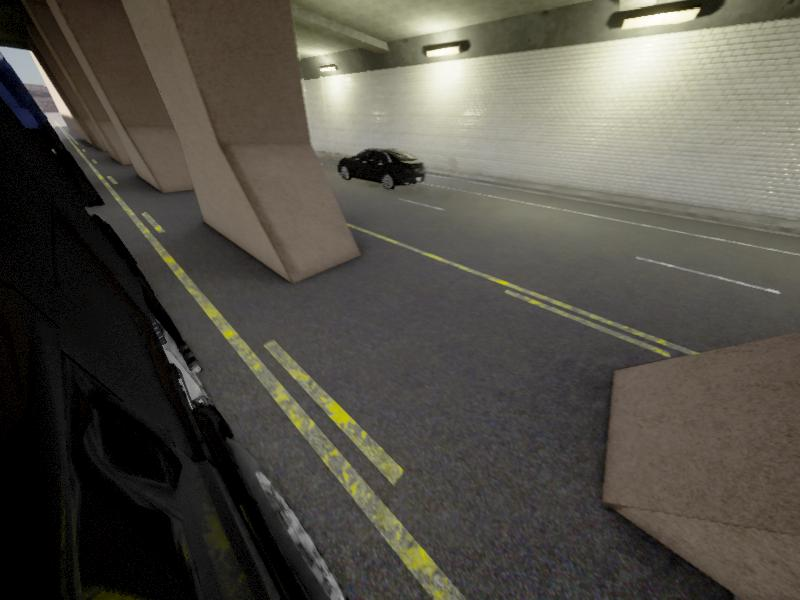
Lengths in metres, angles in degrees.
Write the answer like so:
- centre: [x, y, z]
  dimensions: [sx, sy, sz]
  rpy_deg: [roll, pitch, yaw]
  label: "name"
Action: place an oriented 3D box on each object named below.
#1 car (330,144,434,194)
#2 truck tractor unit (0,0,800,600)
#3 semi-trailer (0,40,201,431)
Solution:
- centre: [-1.002, -6.442, 11.099]
  dimensions: [4.892, 1.490, 1.837]
  rpy_deg: [28, 43, 30]
  label: "car"
- centre: [-2.645, -0.295, 0.351]
  dimensions: [6.516, 4.208, 3.053]
  rpy_deg: [28, 44, 30]
  label: "truck tractor unit"
- centre: [-8.693, -3.597, 4.250]
  dimensions: [14.254, 4.402, 2.717]
  rpy_deg: [28, 43, 30]
  label: "semi-trailer"
